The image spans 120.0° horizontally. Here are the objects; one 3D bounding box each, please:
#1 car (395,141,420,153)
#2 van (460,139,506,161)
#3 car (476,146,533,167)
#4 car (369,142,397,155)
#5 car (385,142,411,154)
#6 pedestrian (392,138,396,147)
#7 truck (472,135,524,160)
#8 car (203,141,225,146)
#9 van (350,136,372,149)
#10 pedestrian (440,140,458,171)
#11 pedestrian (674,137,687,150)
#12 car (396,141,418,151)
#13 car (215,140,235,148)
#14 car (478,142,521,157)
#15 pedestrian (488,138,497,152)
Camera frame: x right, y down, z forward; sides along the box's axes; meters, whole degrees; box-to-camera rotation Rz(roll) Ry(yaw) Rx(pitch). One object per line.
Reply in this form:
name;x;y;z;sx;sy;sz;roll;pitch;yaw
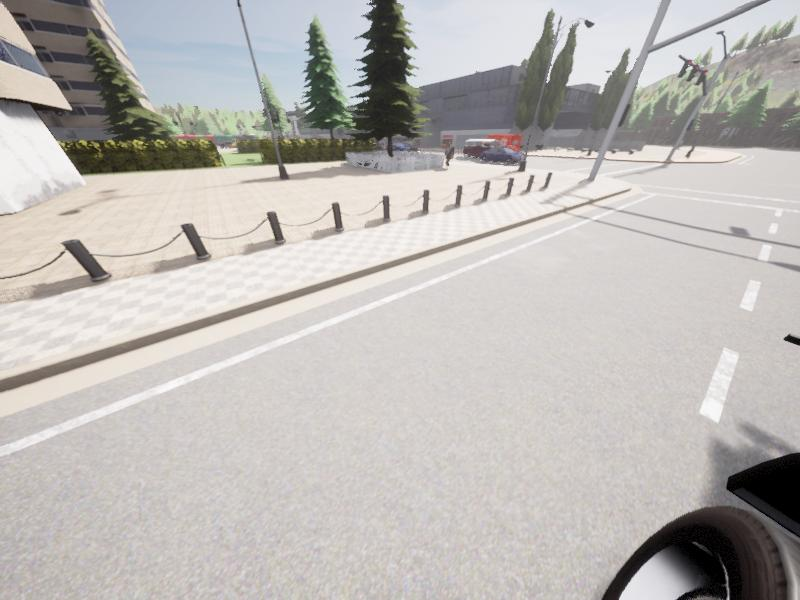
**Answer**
car;1.244;-28.356;42.656;2.242;1.667;4.611;-22;41;-28
van;9.752;-18.021;27.614;2.069;2.038;4.480;-22;41;-28
car;10.005;-14.063;22.518;1.812;1.442;4.674;-22;41;-28
car;-2.822;-24.635;37.454;2.152;1.651;5.027;-22;41;-28
car;-0.409;-26.140;39.643;1.882;1.535;5.008;-22;41;-28
pedestrian;-1.590;-39.672;58.253;0.751;1.860;0.751;-18;39;-23
truck;12.311;-19.613;29.492;2.627;2.467;5.204;-22;41;-28
car;-60.869;-51.259;75.575;5.357;1.415;2.033;-22;41;-28
van;-9.347;-37.339;54.812;2.351;2.431;6.366;-22;41;-28
pedestrian;3.615;-10.712;17.142;0.751;1.860;0.751;-30;45;-35
pedestrian;50.244;-28.050;41.377;0.751;1.860;0.751;-26;43;-32
car;1.386;-31.681;47.524;1.837;1.490;4.892;-22;41;-28
car;-47.872;-42.772;63.308;3.866;1.878;1.905;-22;41;-28
car;13.933;-21.445;32.837;1.801;1.575;5.366;-22;41;-28
pedestrian;15.366;-25.805;38.459;0.751;1.860;0.751;-12;37;-16
